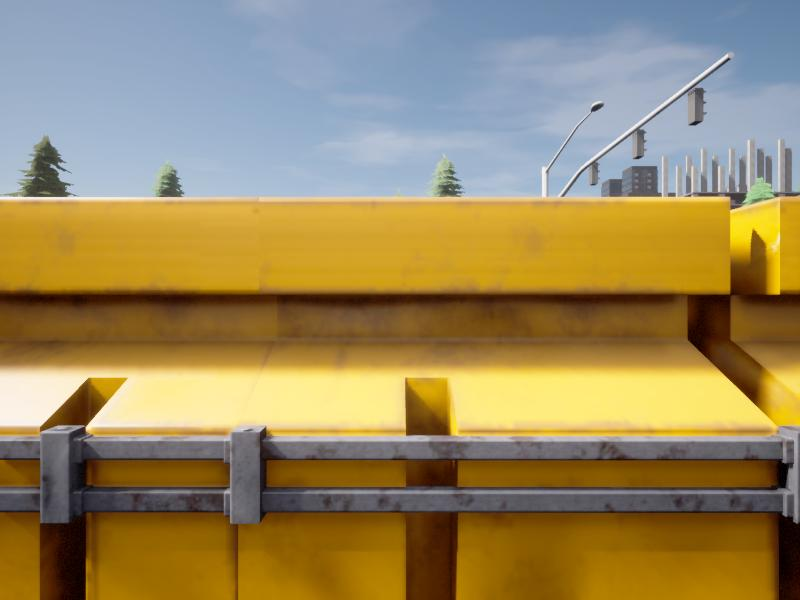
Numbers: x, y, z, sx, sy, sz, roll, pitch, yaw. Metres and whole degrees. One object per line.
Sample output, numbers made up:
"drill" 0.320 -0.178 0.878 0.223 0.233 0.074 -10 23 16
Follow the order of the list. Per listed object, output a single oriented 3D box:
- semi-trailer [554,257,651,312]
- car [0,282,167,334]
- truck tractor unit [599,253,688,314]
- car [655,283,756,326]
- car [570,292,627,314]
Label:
"semi-trailer" 18.811 -1.222 38.914 2.717 4.402 14.254 0 0 2
"car" -10.451 0.239 12.693 4.902 1.511 2.128 0 0 0
"truck tractor unit" 18.540 -1.122 31.004 3.053 4.208 6.516 0 0 2
"car" 13.539 0.168 18.206 1.930 1.638 5.238 1 0 17
"car" 15.023 0.224 30.613 2.038 1.542 4.974 0 0 2
